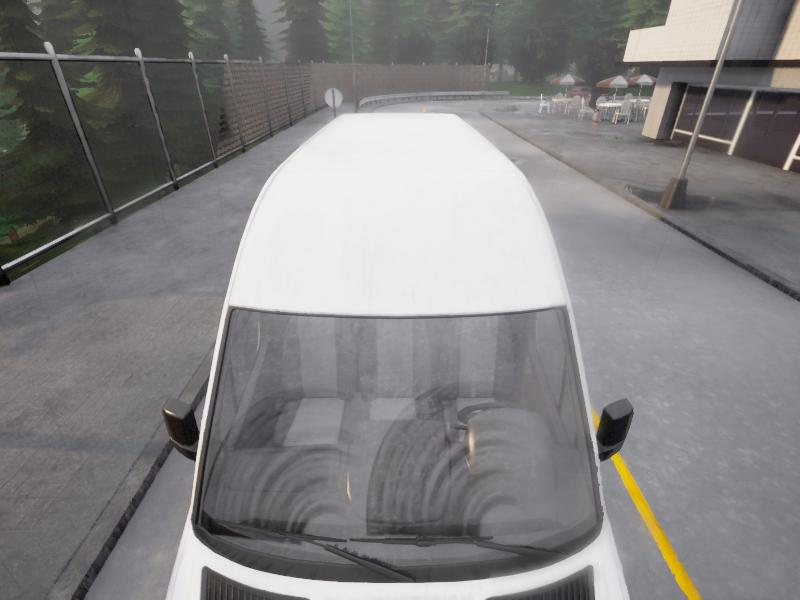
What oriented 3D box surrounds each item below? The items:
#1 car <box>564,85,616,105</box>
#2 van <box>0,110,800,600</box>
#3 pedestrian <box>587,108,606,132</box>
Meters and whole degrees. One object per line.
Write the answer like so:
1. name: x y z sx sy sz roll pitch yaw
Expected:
1. car: 17.337 -18.754 36.625 3.633 1.501 1.845 -1 30 -1
2. van: -0.017 0.046 3.432 1.988 2.561 5.915 0 30 0
3. pedestrian: 10.098 -9.276 20.610 0.500 1.100 0.500 1 30 2
